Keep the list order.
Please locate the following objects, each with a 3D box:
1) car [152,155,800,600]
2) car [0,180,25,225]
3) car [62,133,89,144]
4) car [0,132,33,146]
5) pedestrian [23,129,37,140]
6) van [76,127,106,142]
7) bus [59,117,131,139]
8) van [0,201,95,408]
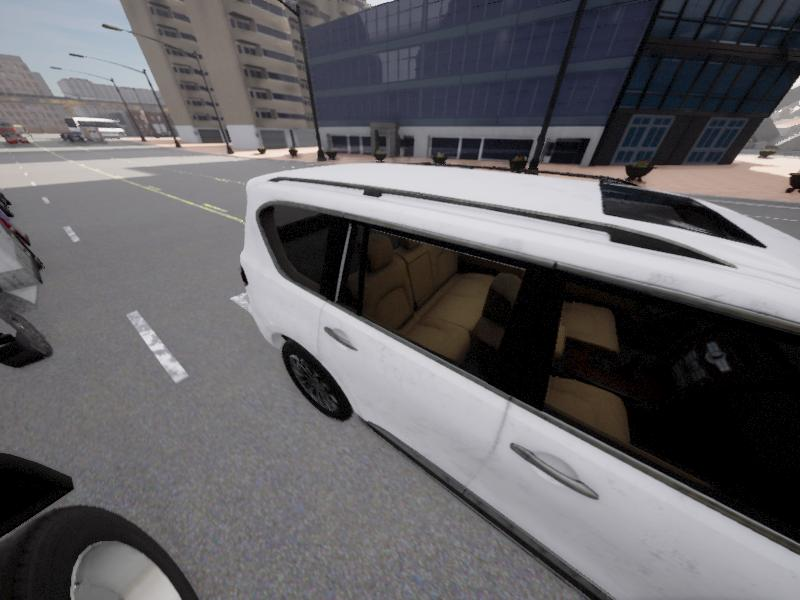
[{"bbox_3d":[1.069,0.275,1.741,5.566,2.045,2.150,22,41,27],"label":"car"},{"bbox_3d":[-14.811,-3.493,7.519,4.902,1.511,2.128,22,41,28],"label":"car"},{"bbox_3d":[-64.174,-31.931,45.635,4.902,1.511,2.128,24,42,27],"label":"car"},{"bbox_3d":[-65.774,-27.596,39.599,4.611,1.667,2.242,24,42,27],"label":"car"},{"bbox_3d":[-80.896,-36.260,50.538,0.751,1.860,0.751,23,41,28],"label":"pedestrian"},{"bbox_3d":[-68.156,-36.616,50.995,6.366,2.431,2.351,23,41,27],"label":"van"},{"bbox_3d":[-79.311,-45.044,60.682,3.944,4.253,10.273,6,36,7],"label":"bus"},{"bbox_3d":[-6.940,-0.696,2.782,6.366,2.431,2.351,21,40,28],"label":"van"}]
